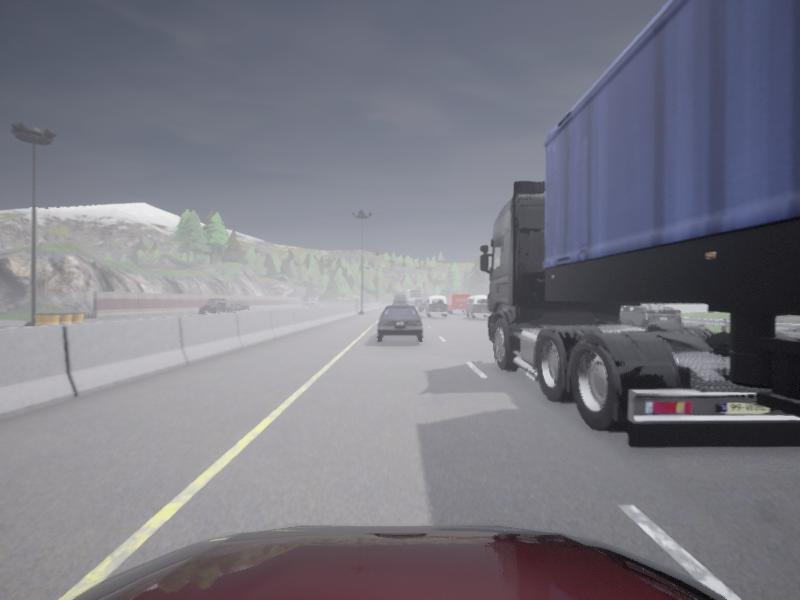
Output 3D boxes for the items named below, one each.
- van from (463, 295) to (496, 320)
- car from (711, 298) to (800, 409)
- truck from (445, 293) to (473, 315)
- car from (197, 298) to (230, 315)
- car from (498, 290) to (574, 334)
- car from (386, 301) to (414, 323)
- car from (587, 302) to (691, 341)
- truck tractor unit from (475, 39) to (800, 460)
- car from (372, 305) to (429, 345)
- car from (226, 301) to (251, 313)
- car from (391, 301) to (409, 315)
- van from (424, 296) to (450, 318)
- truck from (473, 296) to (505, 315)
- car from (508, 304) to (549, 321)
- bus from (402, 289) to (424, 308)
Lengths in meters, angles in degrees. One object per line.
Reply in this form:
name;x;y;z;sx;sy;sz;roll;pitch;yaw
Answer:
van;7.007;0.626;35.567;2.069;2.038;4.480;0;0;0
car;7.002;0.789;5.106;2.152;1.651;5.027;0;0;0
truck;7.010;0.445;48.166;2.627;2.467;5.204;0;1;0
car;-20.992;0.714;45.255;1.905;1.878;3.866;0;0;0
car;7.010;0.596;21.398;2.150;2.045;5.566;0;-1;0
car;0.007;0.872;31.422;2.038;1.542;4.974;0;0;0
car;10.504;0.856;18.066;2.007;1.525;4.514;0;0;0
truck tractor unit;3.529;-0.513;7.272;3.053;4.208;6.516;0;0;-1
car;0.006;0.920;17.018;2.033;1.411;5.357;0;0;0
car;-20.990;0.894;52.190;1.789;1.549;3.705;0;0;0
car;0.010;0.897;46.740;2.038;1.542;4.974;0;0;0
van;3.507;0.630;38.793;2.069;2.038;4.480;0;0;0
truck;10.510;0.613;47.631;2.390;2.098;6.274;0;0;0
car;10.505;0.994;33.135;1.895;1.301;4.718;0;0;0
bus;2.991;-0.393;96.398;3.944;4.253;10.273;0;0;-6
